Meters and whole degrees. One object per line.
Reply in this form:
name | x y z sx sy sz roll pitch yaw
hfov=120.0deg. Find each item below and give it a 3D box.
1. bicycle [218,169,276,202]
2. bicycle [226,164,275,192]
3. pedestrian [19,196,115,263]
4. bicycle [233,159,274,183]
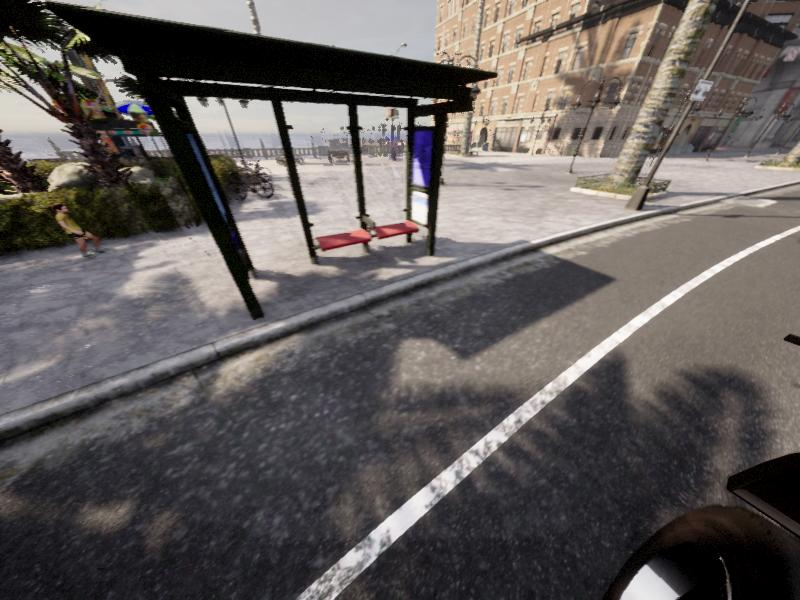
bicycle | -5.959 -4.550 9.140 1.643 1.024 0.373 -15 38 -20
bicycle | -6.815 -5.606 10.624 1.643 1.024 0.373 -15 38 -20
pedestrian | -6.511 -1.399 4.595 0.500 1.100 0.500 -19 39 -24
bicycle | -8.097 -7.190 12.849 1.643 1.024 0.373 -15 38 -20
